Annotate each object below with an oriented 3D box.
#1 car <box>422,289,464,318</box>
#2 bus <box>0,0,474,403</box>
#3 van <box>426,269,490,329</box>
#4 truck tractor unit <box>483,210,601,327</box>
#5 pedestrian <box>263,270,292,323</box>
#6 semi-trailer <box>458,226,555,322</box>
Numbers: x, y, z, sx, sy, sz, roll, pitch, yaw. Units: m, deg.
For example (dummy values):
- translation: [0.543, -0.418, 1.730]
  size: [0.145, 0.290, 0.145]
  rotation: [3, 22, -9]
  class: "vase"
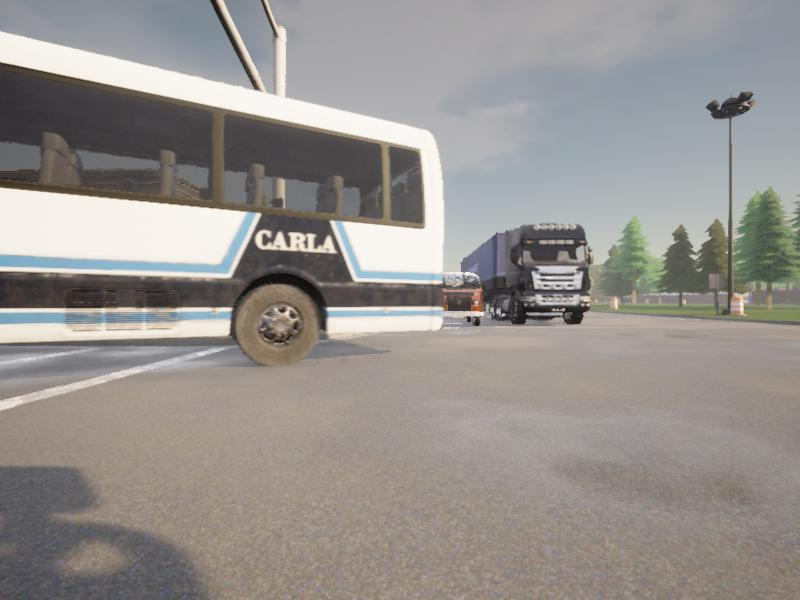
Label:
- translation: [2.413, 0.233, 23.643]
  size: [2.038, 1.542, 4.974]
  rotation: [0, -1, 1]
  class: "car"
- translation: [-4.290, -1.127, 6.111]
  size: [10.273, 4.253, 3.944]
  rotation: [0, 2, -27]
  class: "bus"
- translation: [2.116, -0.025, 15.822]
  size: [2.069, 2.038, 4.480]
  rotation: [0, 0, 3]
  class: "van"
- translation: [5.781, -1.124, 17.679]
  size: [3.053, 4.208, 6.516]
  rotation: [0, 0, 1]
  class: "truck tractor unit"
- translation: [-4.412, -0.116, 14.399]
  size: [0.751, 1.860, 0.751]
  rotation: [0, 0, -40]
  class: "pedestrian"
- translation: [5.960, -1.218, 25.587]
  size: [2.717, 4.402, 14.254]
  rotation: [0, 0, 1]
  class: "semi-trailer"
